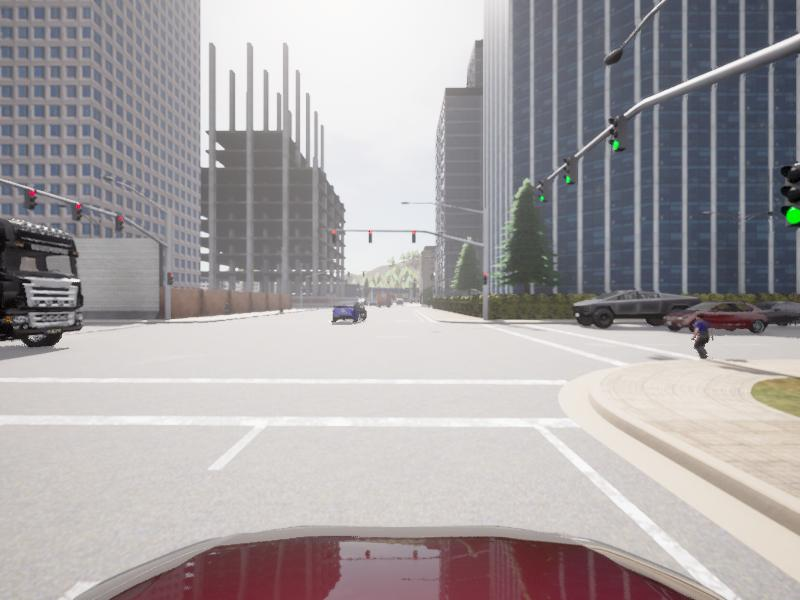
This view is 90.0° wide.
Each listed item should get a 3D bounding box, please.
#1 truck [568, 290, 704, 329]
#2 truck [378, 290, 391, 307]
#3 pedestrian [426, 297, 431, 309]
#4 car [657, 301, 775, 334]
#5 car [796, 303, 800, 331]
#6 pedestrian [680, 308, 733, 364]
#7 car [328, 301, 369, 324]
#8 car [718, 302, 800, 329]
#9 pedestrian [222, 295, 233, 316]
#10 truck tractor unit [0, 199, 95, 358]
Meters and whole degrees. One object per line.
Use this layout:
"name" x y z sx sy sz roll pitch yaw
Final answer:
"truck" 13.097 0.497 22.528 6.274 2.098 2.390 0 0 0
"truck" -3.532 -0.284 93.238 2.891 3.827 8.468 0 0 0
"pedestrian" 4.754 0.514 66.052 0.751 1.860 0.751 0 0 -1
"car" 14.887 0.807 19.024 4.193 1.474 1.816 0 0 0
"car" 21.887 0.860 19.021 4.181 1.385 1.994 0 0 -1
"pedestrian" 7.574 0.866 9.912 0.751 1.300 0.751 0 0 -10
"car" -3.690 0.842 29.341 2.007 1.525 4.514 0 0 5
"car" 20.958 0.824 22.513 4.674 1.442 1.812 0 0 0
"pedestrian" -16.071 0.501 37.219 0.751 1.860 0.751 0 0 -5
"truck tractor unit" -13.664 -0.555 12.085 6.516 4.208 3.053 0 0 0
